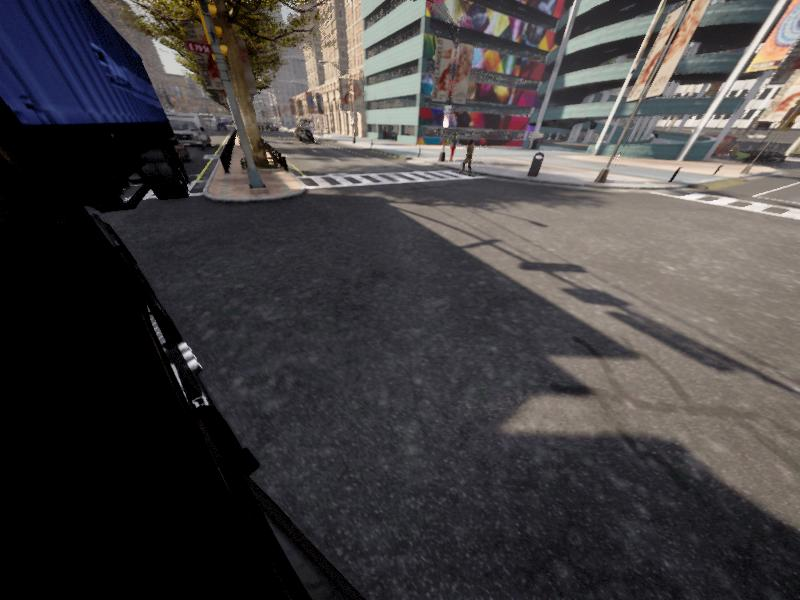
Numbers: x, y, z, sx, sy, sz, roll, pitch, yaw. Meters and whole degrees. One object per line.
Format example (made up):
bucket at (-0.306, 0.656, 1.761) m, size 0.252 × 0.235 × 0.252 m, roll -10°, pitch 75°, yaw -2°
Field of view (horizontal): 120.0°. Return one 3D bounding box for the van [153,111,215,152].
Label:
van at (-17.988, -14.351, 19.698) m, size 2.351 × 2.431 × 6.366 m, roll -17°, pitch 41°, yaw -24°

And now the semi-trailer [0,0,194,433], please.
semi-trailer at (-7.481, -4.223, 5.142) m, size 2.717 × 4.402 × 14.254 m, roll -21°, pitch 43°, yaw -28°

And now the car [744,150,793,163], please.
car at (62.662, -24.509, 39.423) m, size 1.994 × 1.385 × 4.181 m, roll 6°, pitch 37°, yaw 5°

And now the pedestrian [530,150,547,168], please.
pedestrian at (10.259, -10.463, 17.141) m, size 0.500 × 1.100 × 0.500 m, roll -7°, pitch 38°, yaw -12°

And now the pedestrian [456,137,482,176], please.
pedestrian at (4.026, -8.395, 13.583) m, size 0.751 × 1.860 × 0.751 m, roll -16°, pitch 40°, yaw -23°

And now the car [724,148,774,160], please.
car at (66.504, -27.858, 44.117) m, size 2.128 × 1.511 × 4.902 m, roll 0°, pitch 37°, yaw -4°

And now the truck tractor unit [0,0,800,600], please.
truck tractor unit at (-2.645, -0.295, 0.351) m, size 6.516 × 4.208 × 3.053 m, roll 28°, pitch 44°, yaw 30°

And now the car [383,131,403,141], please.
car at (-1.470, -33.845, 47.529) m, size 2.161 × 1.482 × 4.786 m, roll -17°, pitch 41°, yaw -24°

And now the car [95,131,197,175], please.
car at (-12.806, -7.872, 12.154) m, size 2.163 × 1.488 × 4.792 m, roll -15°, pitch 40°, yaw -22°

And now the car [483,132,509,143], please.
car at (24.711, -42.217, 59.808) m, size 2.435 × 2.045 × 5.566 m, roll -17°, pitch 41°, yaw -24°

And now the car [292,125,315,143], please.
car at (-13.759, -23.692, 32.952) m, size 1.932 × 1.855 × 4.605 m, roll -16°, pitch 41°, yaw -24°

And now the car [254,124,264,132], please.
car at (-37.434, -45.802, 61.352) m, size 1.837 × 1.490 × 4.892 m, roll -17°, pitch 41°, yaw -24°

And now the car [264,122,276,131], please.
car at (-39.346, -52.539, 69.808) m, size 2.150 × 2.045 × 5.566 m, roll -17°, pitch 41°, yaw -24°

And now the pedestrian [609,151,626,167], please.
pedestrian at (19.216, -12.451, 20.387) m, size 0.500 × 1.100 × 0.500 m, roll -11°, pitch 39°, yaw -18°

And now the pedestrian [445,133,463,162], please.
pedestrian at (4.191, -11.939, 18.088) m, size 0.751 × 1.860 × 0.751 m, roll -9°, pitch 38°, yaw -15°

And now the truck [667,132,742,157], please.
truck at (62.583, -32.457, 48.026) m, size 2.891 × 3.827 × 8.468 m, roll -5°, pitch 37°, yaw -10°

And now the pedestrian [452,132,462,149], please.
pedestrian at (7.689, -21.699, 31.394) m, size 0.751 × 1.860 × 0.751 m, roll -29°, pitch 47°, yaw -36°

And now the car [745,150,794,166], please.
car at (53.775, -20.795, 33.726) m, size 1.789 × 1.549 × 3.705 m, roll 15°, pitch 39°, yaw 15°

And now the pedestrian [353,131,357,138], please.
pedestrian at (-8.929, -32.984, 46.071) m, size 0.500 × 1.100 × 0.500 m, roll 27°, pitch 43°, yaw 29°

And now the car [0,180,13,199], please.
car at (-11.975, -2.487, 4.642) m, size 1.932 × 1.855 × 4.605 m, roll -12°, pitch 40°, yaw -20°

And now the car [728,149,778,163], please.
car at (59.011, -24.243, 38.777) m, size 2.007 × 1.525 × 4.514 m, roll 8°, pitch 37°, yaw 8°

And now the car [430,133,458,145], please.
car at (7.712, -28.699, 41.163) m, size 2.128 × 1.511 × 4.902 m, roll -17°, pitch 41°, yaw -24°
